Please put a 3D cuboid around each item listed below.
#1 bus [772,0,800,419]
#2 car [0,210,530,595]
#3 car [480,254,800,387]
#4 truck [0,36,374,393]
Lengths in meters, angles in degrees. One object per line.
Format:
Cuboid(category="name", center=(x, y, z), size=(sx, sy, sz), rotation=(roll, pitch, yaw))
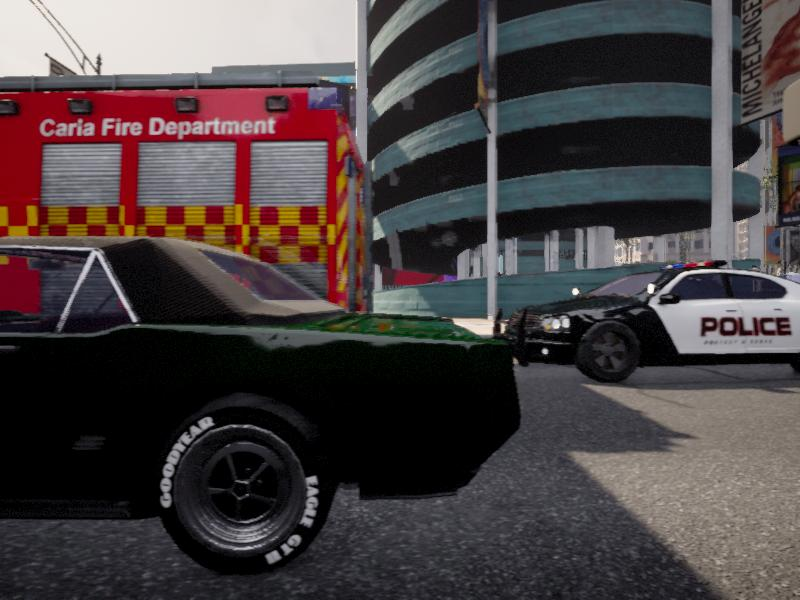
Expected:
Cuboid(category="bus", center=(8.769, -1.128, 2.848), size=(10.273, 4.253, 3.944), rotation=(0, 0, -14))
Cuboid(category="car", center=(-1.909, 0.345, 2.320), size=(4.718, 1.301, 1.895), rotation=(0, 0, 1))
Cuboid(category="car", center=(3.919, 0.233, 5.919), size=(4.974, 1.542, 2.038), rotation=(0, 0, -6))
Cuboid(category="truck", center=(-4.738, -0.918, 5.874), size=(8.468, 3.827, 2.891), rotation=(0, 0, 2))
